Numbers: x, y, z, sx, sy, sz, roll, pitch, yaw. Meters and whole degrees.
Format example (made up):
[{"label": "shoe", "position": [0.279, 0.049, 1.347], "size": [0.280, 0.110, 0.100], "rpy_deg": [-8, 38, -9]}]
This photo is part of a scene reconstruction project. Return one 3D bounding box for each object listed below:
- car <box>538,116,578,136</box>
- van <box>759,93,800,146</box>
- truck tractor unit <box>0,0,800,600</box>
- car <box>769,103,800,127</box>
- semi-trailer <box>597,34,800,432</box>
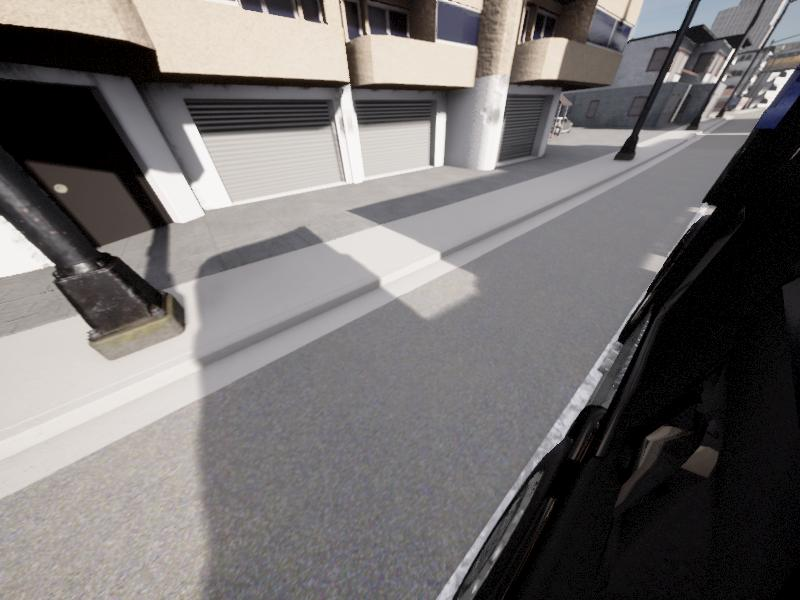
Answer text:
[{"label": "car", "position": [17.230, -19.000, 25.199], "size": [3.806, 1.475, 1.970], "rpy_deg": [-29, 44, -28]}, {"label": "van", "position": [25.914, -11.599, 14.653], "size": [6.366, 2.431, 2.351], "rpy_deg": [-29, 44, -28]}, {"label": "truck tractor unit", "position": [2.645, -0.295, 0.352], "size": [6.516, 4.208, 3.053], "rpy_deg": [-28, 44, -30]}, {"label": "car", "position": [36.645, -17.192, 21.385], "size": [4.902, 1.511, 2.128], "rpy_deg": [-29, 44, -28]}, {"label": "semi-trailer", "position": [8.740, -3.596, 4.156], "size": [14.254, 4.402, 2.717], "rpy_deg": [-28, 44, -29]}]
